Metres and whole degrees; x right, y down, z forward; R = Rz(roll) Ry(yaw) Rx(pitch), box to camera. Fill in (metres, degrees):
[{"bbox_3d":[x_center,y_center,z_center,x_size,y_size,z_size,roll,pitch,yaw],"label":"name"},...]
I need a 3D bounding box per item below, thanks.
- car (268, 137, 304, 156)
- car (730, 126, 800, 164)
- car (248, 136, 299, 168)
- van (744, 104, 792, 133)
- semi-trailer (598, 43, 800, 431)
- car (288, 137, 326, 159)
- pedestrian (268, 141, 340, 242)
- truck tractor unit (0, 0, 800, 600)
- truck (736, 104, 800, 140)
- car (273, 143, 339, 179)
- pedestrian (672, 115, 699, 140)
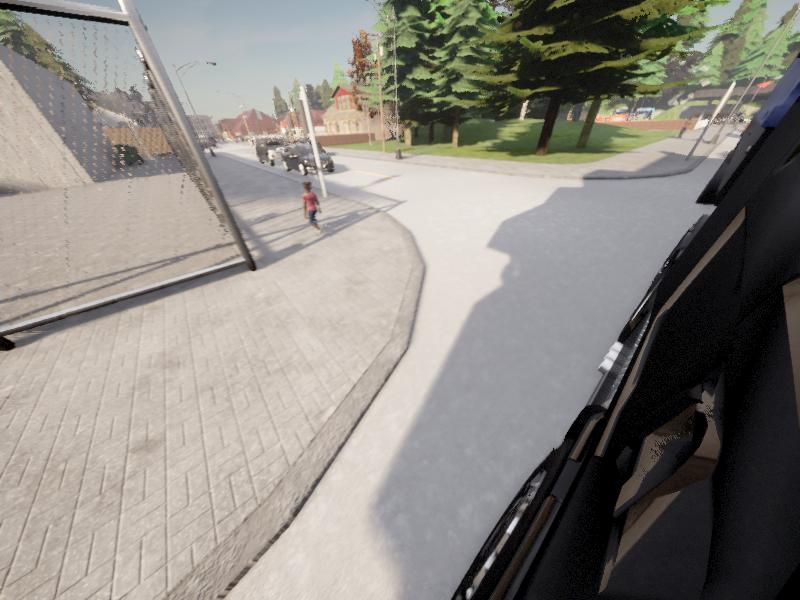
[{"bbox_3d":[-13.157,-17.774,26.671,2.007,1.525,4.514,-29,45,-31],"label":"car"},{"bbox_3d":[20.360,-8.588,12.692,4.181,1.385,1.994,-28,44,-30],"label":"car"},{"bbox_3d":[-10.147,-11.957,18.496,1.932,1.855,4.605,-28,44,-30],"label":"car"},{"bbox_3d":[45.422,-22.429,28.614,5.915,2.561,1.988,-28,44,-30],"label":"van"},{"bbox_3d":[8.694,-3.607,4.233,14.254,4.402,2.717,-28,44,-30],"label":"semi-trailer"},{"bbox_3d":[-9.085,-14.865,22.514,1.851,1.617,3.988,-28,44,-30],"label":"car"},{"bbox_3d":[-2.054,-2.389,5.137,0.751,1.860,0.751,27,46,33],"label":"pedestrian"},{"bbox_3d":[2.645,-0.295,0.352,6.516,4.208,3.053,-28,44,-30],"label":"truck tractor unit"},{"bbox_3d":[35.049,-16.874,21.916,5.204,2.467,2.627,-28,44,-30],"label":"truck"},{"bbox_3d":[-5.948,-8.847,14.451,1.837,1.490,4.892,-29,44,-30],"label":"car"},{"bbox_3d":[27.800,-16.801,22.524,0.751,1.860,0.751,-24,42,-25],"label":"pedestrian"}]
